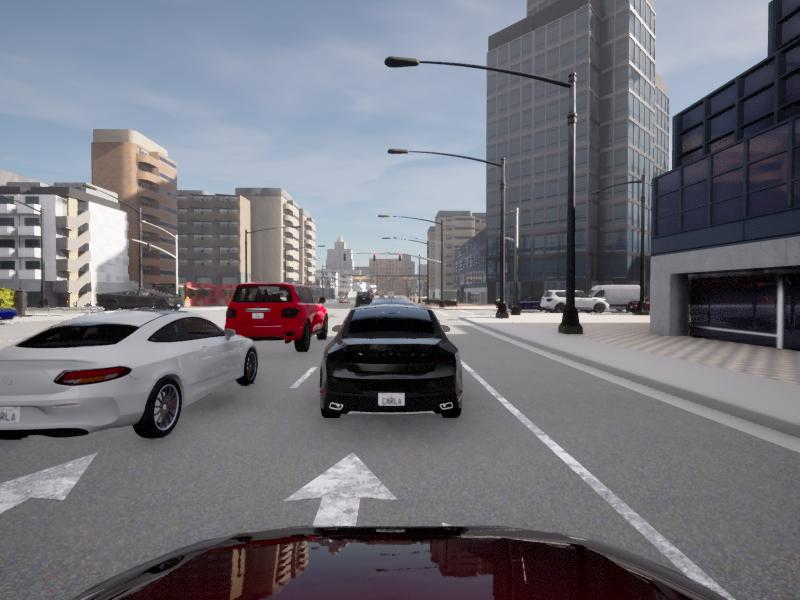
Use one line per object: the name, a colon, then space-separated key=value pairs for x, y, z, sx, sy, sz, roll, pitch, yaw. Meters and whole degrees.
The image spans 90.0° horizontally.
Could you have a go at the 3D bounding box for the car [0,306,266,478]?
car: x=-3.631 y=0.861 z=5.908 sx=1.812 sy=1.442 sz=4.674 roll=0 pitch=0 yaw=-1

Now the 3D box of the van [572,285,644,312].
van: x=19.906 y=-0.155 z=38.479 sx=5.915 sy=2.561 sz=1.988 roll=0 pitch=1 yaw=-1

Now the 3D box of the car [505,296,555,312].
car: x=12.427 y=0.376 z=38.379 sx=4.193 sy=1.474 sz=1.816 roll=0 pitch=1 yaw=-1

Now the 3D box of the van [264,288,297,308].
van: x=-15.145 y=-0.233 z=51.184 sx=2.351 sy=2.431 sz=6.366 roll=0 pitch=0 yaw=-1

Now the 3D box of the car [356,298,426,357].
car: x=-0.289 y=0.737 z=13.310 sx=1.882 sy=1.535 sz=5.008 roll=0 pitch=1 yaw=-1

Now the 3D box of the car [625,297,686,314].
car: x=22.343 y=0.440 z=35.044 sx=4.193 sy=1.474 sz=1.816 roll=0 pitch=1 yaw=-1

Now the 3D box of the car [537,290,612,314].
car: x=15.170 y=0.153 z=34.941 sx=5.566 sy=2.045 sz=2.150 roll=0 pitch=1 yaw=-1

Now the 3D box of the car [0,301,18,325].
car: x=-23.713 y=0.751 z=21.341 sx=1.895 sy=1.301 sz=4.718 roll=1 pitch=1 yaw=43

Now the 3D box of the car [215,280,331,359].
car: x=-3.796 y=0.479 z=13.206 sx=2.150 sy=2.045 sz=5.566 roll=0 pitch=1 yaw=-1

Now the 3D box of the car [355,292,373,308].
car: x=-4.622 y=-0.041 z=52.397 sx=2.150 sy=2.045 sz=5.566 roll=0 pitch=0 yaw=-3

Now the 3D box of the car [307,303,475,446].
car: x=-0.149 y=0.835 z=6.827 sx=1.837 sy=1.490 sz=4.892 roll=0 pitch=0 yaw=-1

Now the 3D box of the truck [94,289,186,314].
truck: x=-22.205 y=0.126 z=34.433 sx=6.274 sy=2.098 sz=2.390 roll=0 pitch=1 yaw=-2
